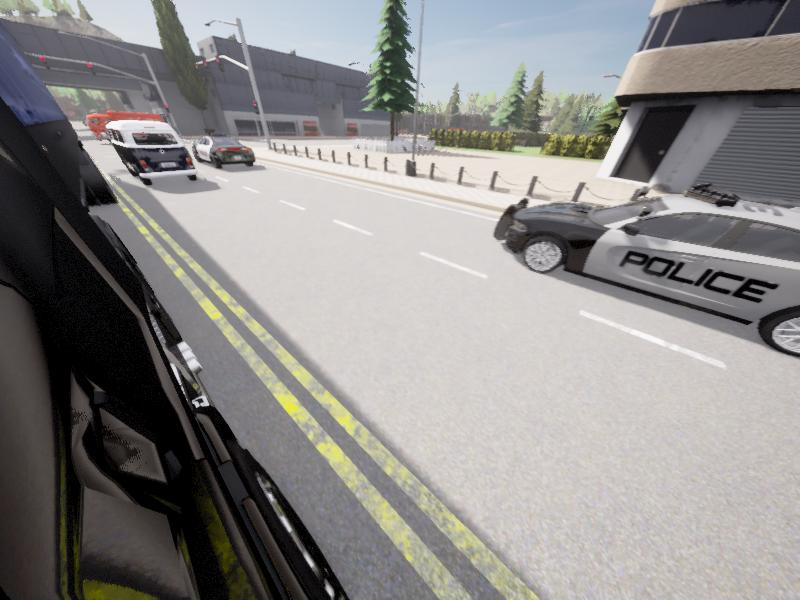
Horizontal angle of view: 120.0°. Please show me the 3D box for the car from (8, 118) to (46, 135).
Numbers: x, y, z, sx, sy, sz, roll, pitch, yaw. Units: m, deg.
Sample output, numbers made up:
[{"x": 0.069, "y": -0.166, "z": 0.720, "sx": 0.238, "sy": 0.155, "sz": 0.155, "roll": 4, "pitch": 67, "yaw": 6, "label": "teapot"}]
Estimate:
[{"x": -45.994, "y": -21.488, "z": 28.566, "sx": 4.892, "sy": 1.490, "sz": 1.837, "roll": 28, "pitch": 44, "yaw": 30, "label": "car"}]

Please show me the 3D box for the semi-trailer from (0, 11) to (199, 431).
[{"x": -8.552, "y": -3.684, "z": 4.390, "sx": 14.254, "sy": 4.402, "sz": 2.717, "roll": 30, "pitch": 45, "yaw": 32, "label": "semi-trailer"}]

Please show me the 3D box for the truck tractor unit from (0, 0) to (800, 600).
[{"x": -2.645, "y": -0.295, "z": 0.351, "sx": 6.516, "sy": 4.208, "sz": 3.053, "roll": 28, "pitch": 44, "yaw": 30, "label": "truck tractor unit"}]

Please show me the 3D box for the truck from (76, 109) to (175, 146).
[{"x": -25.689, "y": -16.261, "z": 21.898, "sx": 2.627, "sy": 2.467, "sz": 5.204, "roll": 27, "pitch": 43, "yaw": 30, "label": "truck"}]

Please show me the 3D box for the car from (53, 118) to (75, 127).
[{"x": -68.188, "y": -36.021, "z": 46.871, "sx": 4.181, "sy": 1.385, "sz": 1.994, "roll": 28, "pitch": 44, "yaw": 30, "label": "car"}]

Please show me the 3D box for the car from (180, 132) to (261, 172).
[{"x": -10.598, "y": -8.844, "z": 13.597, "sx": 4.974, "sy": 1.542, "sz": 2.038, "roll": 28, "pitch": 44, "yaw": 30, "label": "car"}]

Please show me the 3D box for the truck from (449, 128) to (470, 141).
[{"x": 14.764, "y": -40.926, "z": 57.130, "sx": 2.627, "sy": 2.467, "sz": 5.204, "roll": 28, "pitch": 44, "yaw": 30, "label": "truck"}]

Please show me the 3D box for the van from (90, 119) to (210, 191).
[{"x": -10.400, "y": -6.204, "z": 9.652, "sx": 4.480, "sy": 2.038, "sz": 2.069, "roll": 28, "pitch": 44, "yaw": 30, "label": "van"}]

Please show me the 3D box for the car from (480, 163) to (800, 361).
[{"x": 4.393, "y": -0.988, "z": 3.833, "sx": 5.238, "sy": 1.638, "sz": 1.930, "roll": 28, "pitch": 44, "yaw": 30, "label": "car"}]
